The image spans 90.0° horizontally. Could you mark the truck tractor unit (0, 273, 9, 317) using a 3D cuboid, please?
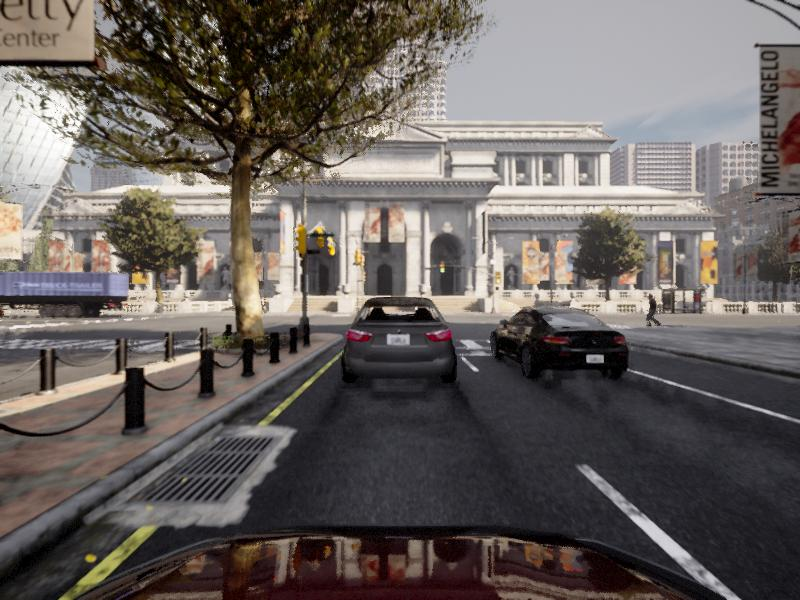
[{"bbox_3d":[-40.879,-0.467,36.939,6.516,4.208,3.053,0,0,0],"label":"truck tractor unit"}]

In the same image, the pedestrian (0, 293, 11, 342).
[{"bbox_3d":[-15.331,0.659,15.002,0.751,1.860,0.751,0,0,6],"label":"pedestrian"}]

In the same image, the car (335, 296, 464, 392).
[{"bbox_3d":[-0.016,0.769,9.280,2.242,1.667,4.611,0,0,0],"label":"car"}]

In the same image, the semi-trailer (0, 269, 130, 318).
[{"bbox_3d":[-32.963,-0.565,36.951,14.254,4.402,2.717,0,0,0],"label":"semi-trailer"}]

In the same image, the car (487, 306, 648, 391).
[{"bbox_3d":[3.467,0.884,9.396,1.812,1.442,4.674,0,0,0],"label":"car"}]

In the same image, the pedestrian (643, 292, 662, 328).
[{"bbox_3d":[13.358,0.516,21.185,0.751,1.860,0.751,0,0,24],"label":"pedestrian"}]
